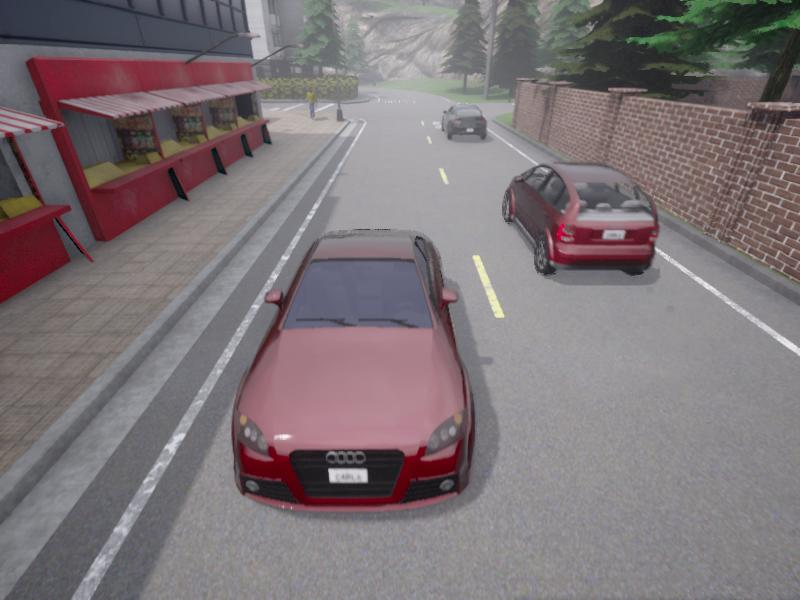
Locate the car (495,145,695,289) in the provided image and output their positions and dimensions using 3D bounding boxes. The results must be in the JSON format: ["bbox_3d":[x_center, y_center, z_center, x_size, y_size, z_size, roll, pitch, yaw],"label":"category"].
[{"bbox_3d":[3.148,-1.765,7.476,1.789,1.549,3.705,0,30,0],"label":"car"}]

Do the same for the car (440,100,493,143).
[{"bbox_3d":[3.142,-8.917,19.823,1.812,1.442,4.674,0,30,0],"label":"car"}]

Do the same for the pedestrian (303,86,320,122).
[{"bbox_3d":[-5.172,-11.478,23.437,0.751,1.860,0.751,-3,30,-5],"label":"pedestrian"}]

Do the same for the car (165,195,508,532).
[{"bbox_3d":[-0.380,0.096,4.482,1.994,1.385,4.181,0,30,0],"label":"car"}]
